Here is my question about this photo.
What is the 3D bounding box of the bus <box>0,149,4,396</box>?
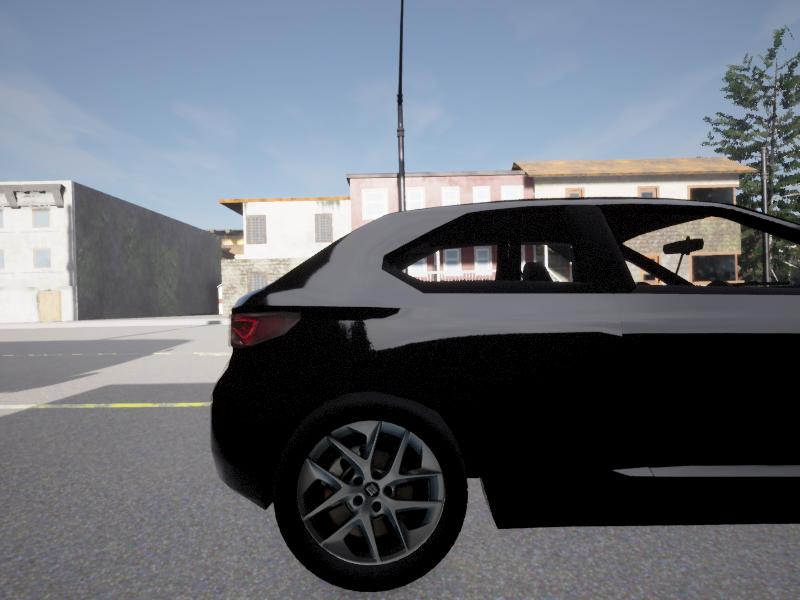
[{"bbox_3d":[-9.263,-1.052,2.095,10.273,4.253,3.944,-1,0,-1],"label":"bus"}]

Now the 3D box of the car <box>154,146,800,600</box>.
[{"bbox_3d":[1.305,0.254,2.205,4.193,1.474,1.816,0,0,-1],"label":"car"}]

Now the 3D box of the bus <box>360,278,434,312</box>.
[{"bbox_3d":[-0.602,-0.527,54.478,3.944,4.253,10.273,-2,0,-44],"label":"bus"}]
